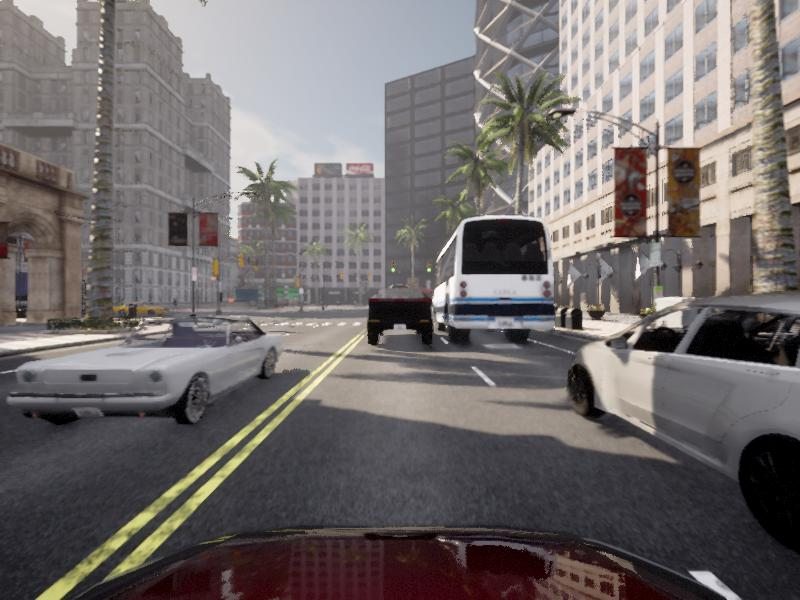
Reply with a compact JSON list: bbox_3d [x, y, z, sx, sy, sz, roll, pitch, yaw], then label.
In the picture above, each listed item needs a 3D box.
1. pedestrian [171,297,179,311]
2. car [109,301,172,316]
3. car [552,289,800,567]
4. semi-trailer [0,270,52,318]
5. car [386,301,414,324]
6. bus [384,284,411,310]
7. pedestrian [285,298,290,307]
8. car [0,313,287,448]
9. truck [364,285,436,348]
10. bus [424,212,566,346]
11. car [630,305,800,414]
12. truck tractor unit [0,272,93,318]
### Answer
[{"bbox_3d":[-30.928,0.551,55.053,0.751,1.860,0.751,0,0,-1],"label":"pedestrian"},{"bbox_3d":[-26.655,0.851,41.162,5.366,1.575,1.801,0,0,0],"label":"car"},{"bbox_3d":[3.515,0.763,3.993,2.242,1.667,4.611,0,0,0],"label":"car"},{"bbox_3d":[-41.659,-0.571,38.281,14.254,4.402,2.717,0,0,0],"label":"semi-trailer"},{"bbox_3d":[-0.005,0.835,29.021,1.801,1.575,5.366,0,0,0],"label":"car"},{"bbox_3d":[-0.610,-0.449,70.762,3.944,4.253,10.273,0,0,-5],"label":"bus"},{"bbox_3d":[-23.124,0.584,82.051,0.751,1.860,0.751,0,0,32],"label":"pedestrian"},{"bbox_3d":[-3.499,0.952,6.691,1.895,1.301,4.718,0,0,0],"label":"car"},{"bbox_3d":[-0.002,0.562,16.434,2.390,2.098,6.274,0,0,0],"label":"truck"},{"bbox_3d":[3.308,-0.525,17.806,3.944,4.253,10.273,0,-2,1],"label":"bus"},{"bbox_3d":[6.691,0.862,7.333,2.163,1.488,4.792,0,0,-1],"label":"car"},{"bbox_3d":[-33.748,-0.474,38.228,6.516,4.208,3.053,0,0,2],"label":"truck tractor unit"}]
